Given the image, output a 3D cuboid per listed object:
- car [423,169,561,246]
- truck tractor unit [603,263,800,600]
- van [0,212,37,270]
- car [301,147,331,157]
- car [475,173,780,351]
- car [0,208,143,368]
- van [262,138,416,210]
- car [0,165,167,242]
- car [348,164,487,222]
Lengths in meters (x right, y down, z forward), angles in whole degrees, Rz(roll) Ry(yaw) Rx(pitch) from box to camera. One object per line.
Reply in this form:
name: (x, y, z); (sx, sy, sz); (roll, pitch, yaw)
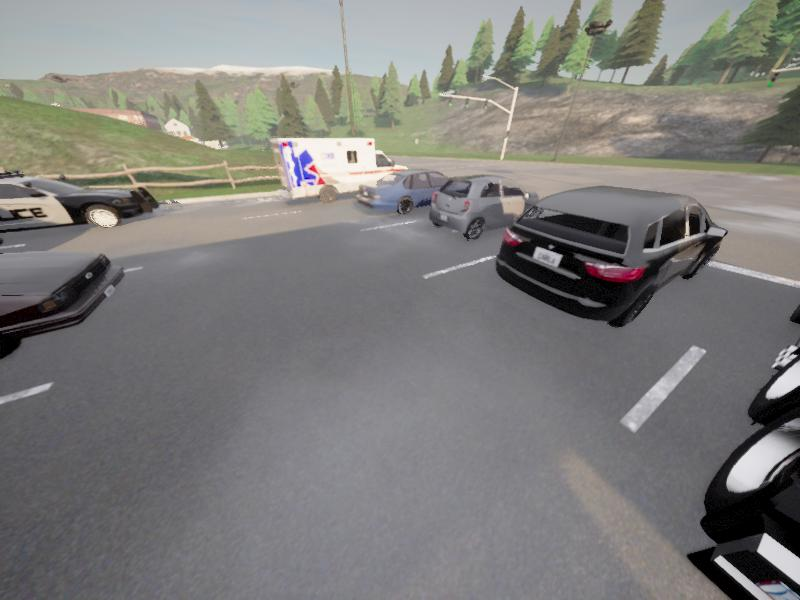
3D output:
car: (2.771, -3.060, 7.185); (3.633, 1.501, 1.845); (-19, 39, -25)
truck tractor unit: (5.098, -0.315, 0.789); (6.516, 4.208, 3.053); (-19, 38, -24)
van: (-11.573, -1.015, 3.391); (5.915, 2.561, 1.988); (-18, 38, -24)
car: (-15.648, -27.505, 42.991); (4.892, 1.490, 1.837); (13, 35, 18)
car: (4.077, -1.207, 4.348); (4.611, 1.667, 2.242); (-18, 38, -24)
car: (-7.080, 0.268, 2.505); (5.357, 1.411, 2.033); (-18, 38, -24)
van: (-2.565, -6.247, 11.072); (6.366, 2.431, 2.351); (-20, 39, -26)
car: (-11.224, -3.041, 7.138); (5.238, 1.638, 1.930); (-18, 38, -24)
car: (0.849, -4.635, 9.615); (5.357, 1.411, 2.033); (-20, 39, -26)
